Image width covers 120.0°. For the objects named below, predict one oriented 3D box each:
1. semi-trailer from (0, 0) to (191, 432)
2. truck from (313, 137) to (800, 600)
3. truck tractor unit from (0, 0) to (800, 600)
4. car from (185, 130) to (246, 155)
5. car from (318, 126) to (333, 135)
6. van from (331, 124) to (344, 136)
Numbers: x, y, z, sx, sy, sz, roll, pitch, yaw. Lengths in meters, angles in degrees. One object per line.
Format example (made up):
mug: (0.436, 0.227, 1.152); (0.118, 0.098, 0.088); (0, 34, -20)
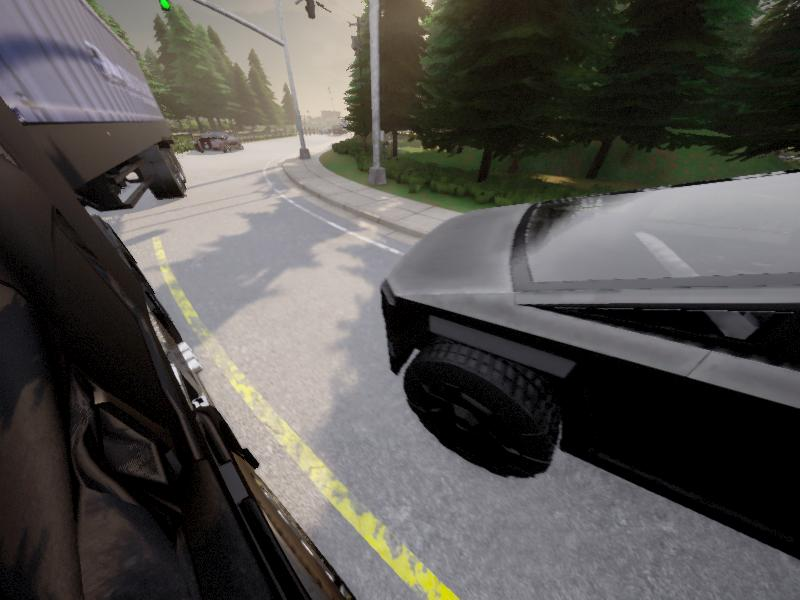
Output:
semi-trailer: (-7.541, -4.200, 5.109); (2.717, 4.402, 14.254); (-22, 43, -28)
truck: (2.933, 0.498, 1.382); (6.274, 2.098, 2.390); (18, 40, 20)
truck tractor unit: (-2.645, -0.295, 0.351); (6.516, 4.208, 3.053); (28, 44, 30)
car: (-14.376, -12.547, 18.341); (1.994, 1.385, 4.181); (-3, 37, -7)
car: (-16.982, -38.613, 52.665); (2.128, 1.511, 4.902); (0, 37, -3)
van: (-13.331, -36.654, 49.874); (1.775, 1.987, 4.442); (0, 37, -3)
